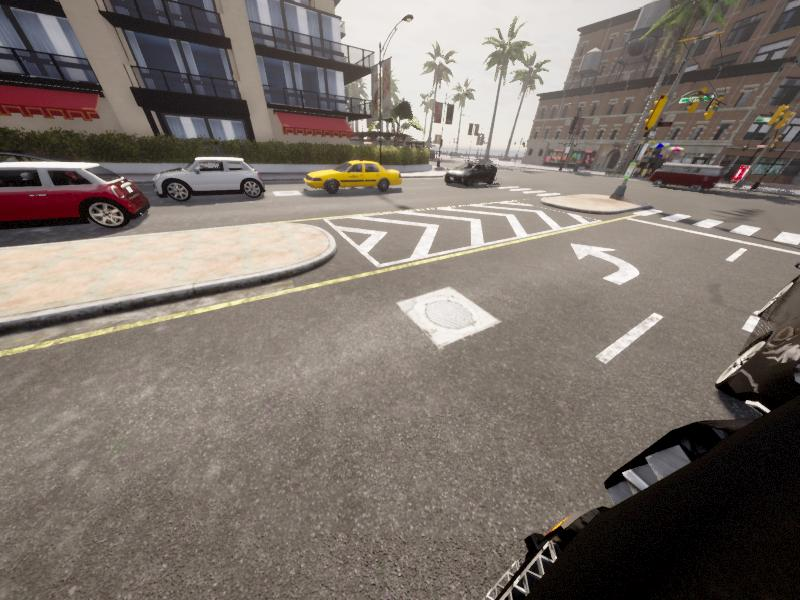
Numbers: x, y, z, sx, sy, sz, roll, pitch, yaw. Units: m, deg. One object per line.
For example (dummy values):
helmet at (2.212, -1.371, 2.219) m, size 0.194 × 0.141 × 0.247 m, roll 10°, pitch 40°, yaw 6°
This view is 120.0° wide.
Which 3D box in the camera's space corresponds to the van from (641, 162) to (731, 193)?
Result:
van at (25.533, -11.148, 20.908) m, size 1.775 × 1.987 × 4.442 m, roll -16°, pitch 38°, yaw -26°

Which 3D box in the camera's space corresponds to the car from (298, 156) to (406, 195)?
car at (-2.469, -6.913, 12.738) m, size 5.366 × 1.575 × 1.801 m, roll -16°, pitch 38°, yaw -26°

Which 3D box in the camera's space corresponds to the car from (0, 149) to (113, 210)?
car at (-12.715, -3.908, 7.446) m, size 3.705 × 1.549 × 1.789 m, roll -16°, pitch 38°, yaw -26°

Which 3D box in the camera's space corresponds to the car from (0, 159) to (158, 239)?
car at (-9.273, -2.632, 5.861) m, size 3.806 × 1.475 × 1.970 m, roll -16°, pitch 38°, yaw -26°

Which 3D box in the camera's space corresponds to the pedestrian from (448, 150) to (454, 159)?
pedestrian at (13.148, -37.598, 59.580) m, size 0.751 × 1.860 × 0.751 m, roll -21°, pitch 40°, yaw -31°

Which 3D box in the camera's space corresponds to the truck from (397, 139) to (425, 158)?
truck at (2.566, -38.537, 58.717) m, size 2.891 × 3.827 × 8.468 m, roll -16°, pitch 38°, yaw -26°

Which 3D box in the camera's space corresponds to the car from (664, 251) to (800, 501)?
car at (5.408, 0.457, 2.309) m, size 4.902 × 1.511 × 2.128 m, roll -16°, pitch 38°, yaw -26°

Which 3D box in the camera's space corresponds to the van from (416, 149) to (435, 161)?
van at (5.391, -31.073, 49.364) m, size 1.775 × 1.987 × 4.442 m, roll -16°, pitch 38°, yaw -26°

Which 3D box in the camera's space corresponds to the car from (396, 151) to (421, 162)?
car at (1.535, -26.915, 43.337) m, size 2.033 × 1.411 × 5.357 m, roll -16°, pitch 38°, yaw -26°

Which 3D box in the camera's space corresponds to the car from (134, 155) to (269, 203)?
car at (-8.046, -5.240, 9.882) m, size 3.806 × 1.475 × 1.970 m, roll -16°, pitch 38°, yaw -26°

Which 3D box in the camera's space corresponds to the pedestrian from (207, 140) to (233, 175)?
pedestrian at (-11.532, -9.174, 14.871) m, size 0.751 × 1.860 × 0.751 m, roll -17°, pitch 38°, yaw -27°

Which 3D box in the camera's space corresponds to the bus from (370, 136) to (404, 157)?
bus at (-3.627, -40.742, 61.169) m, size 3.944 × 4.253 × 10.273 m, roll -19°, pitch 39°, yaw -29°

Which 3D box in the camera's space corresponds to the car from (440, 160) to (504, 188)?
car at (5.396, -9.421, 17.171) m, size 4.514 × 1.525 × 2.007 m, roll -22°, pitch 41°, yaw -33°

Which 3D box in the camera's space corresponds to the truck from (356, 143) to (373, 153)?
truck at (-11.230, -48.551, 73.960) m, size 5.204 × 2.467 × 2.627 m, roll 30°, pitch 42°, yaw 34°
